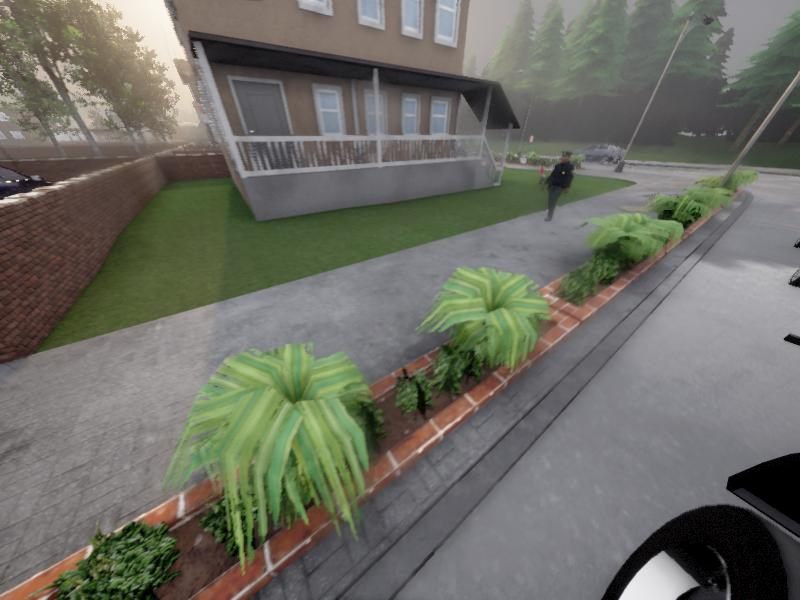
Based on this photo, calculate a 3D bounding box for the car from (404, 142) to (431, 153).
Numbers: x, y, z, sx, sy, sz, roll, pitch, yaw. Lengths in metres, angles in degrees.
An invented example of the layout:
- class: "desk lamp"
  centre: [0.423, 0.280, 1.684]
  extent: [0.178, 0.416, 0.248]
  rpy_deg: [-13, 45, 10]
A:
- class: "car"
  centre: [3.019, -26.987, 40.813]
  extent: [2.038, 1.542, 4.974]
  rpy_deg: [-22, 40, -27]

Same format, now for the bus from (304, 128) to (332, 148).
- class: "bus"
  centre: [-23.511, -46.311, 66.092]
  extent: [3.944, 4.253, 10.273]
  rpy_deg: [-22, 40, -27]

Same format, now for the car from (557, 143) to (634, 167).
- class: "car"
  centre: [18.539, -14.069, 22.277]
  extent: [2.152, 1.651, 5.027]
  rpy_deg: [-22, 40, -27]

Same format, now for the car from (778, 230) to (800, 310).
- class: "car"
  centre: [8.895, -1.025, 3.856]
  extent: [5.238, 1.638, 1.930]
  rpy_deg: [-22, 41, -27]

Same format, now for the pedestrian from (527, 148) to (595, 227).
- class: "pedestrian"
  centre: [4.437, -3.148, 6.496]
  extent: [0.751, 1.860, 0.751]
  rpy_deg: [-21, 40, -27]

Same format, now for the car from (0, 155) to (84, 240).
- class: "car"
  centre: [-10.688, -2.716, 5.925]
  extent: [1.845, 1.501, 3.633]
  rpy_deg: [-22, 40, -27]
